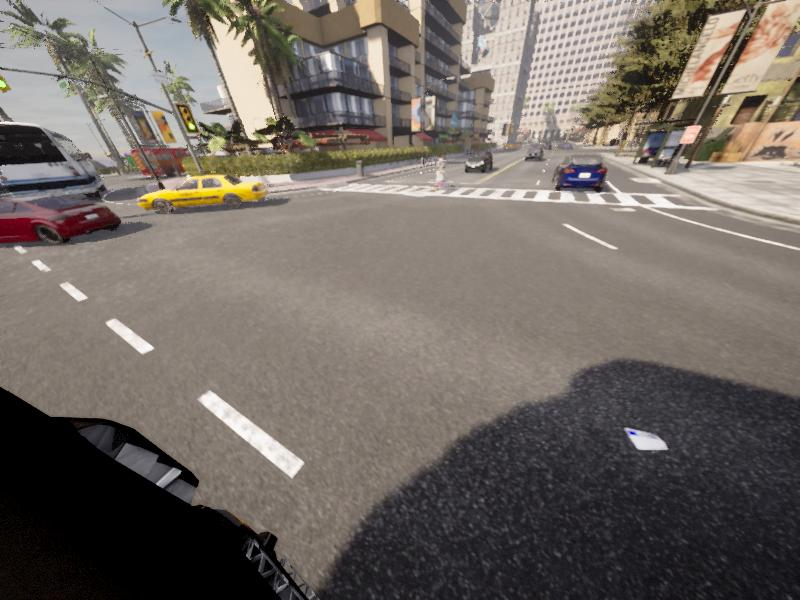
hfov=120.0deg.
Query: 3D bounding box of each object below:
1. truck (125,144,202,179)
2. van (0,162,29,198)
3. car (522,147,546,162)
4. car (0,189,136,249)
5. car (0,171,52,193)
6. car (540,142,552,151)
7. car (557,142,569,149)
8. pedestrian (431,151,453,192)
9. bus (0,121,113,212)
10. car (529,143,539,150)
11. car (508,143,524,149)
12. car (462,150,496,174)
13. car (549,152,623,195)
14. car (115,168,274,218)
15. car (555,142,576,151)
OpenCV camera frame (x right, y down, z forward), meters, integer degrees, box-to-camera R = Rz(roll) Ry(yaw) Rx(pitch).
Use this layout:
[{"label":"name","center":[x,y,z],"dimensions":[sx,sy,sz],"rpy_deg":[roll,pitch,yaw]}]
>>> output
[{"label":"truck","center":[-34.060,-20.481,33.984],"dimensions":[2.891,3.827,8.468],"rpy_deg":[-7,34,-6]},{"label":"van","center":[-34.781,-9.557,18.718],"dimensions":[1.988,2.561,5.915],"rpy_deg":[-20,37,-23]},{"label":"car","center":[17.167,-18.609,29.487],"dimensions":[2.033,1.411,5.357],"rpy_deg":[16,38,25]},{"label":"car","center":[-12.498,-2.789,7.880],"dimensions":[4.181,1.385,1.994],"rpy_deg":[-3,34,0]},{"label":"car","center":[-41.821,-12.704,24.831],"dimensions":[2.152,1.651,5.027],"rpy_deg":[-13,35,-14]},{"label":"car","center":[36.153,-37.968,57.054],"dimensions":[2.033,1.649,4.856],"rpy_deg":[16,38,25]},{"label":"car","center":[42.484,-40.386,60.355],"dimensions":[2.163,1.488,4.792],"rpy_deg":[15,38,25]},{"label":"pedestrian","center":[2.246,-6.964,12.576],"dimensions":[0.751,1.860,0.751],"rpy_deg":[-30,42,-34]},{"label":"bus","center":[-25.069,-9.606,16.510],"dimensions":[10.273,4.253,3.944],"rpy_deg":[27,45,37]},{"label":"car","center":[38.317,-43.981,66.178],"dimensions":[1.994,1.385,4.181],"rpy_deg":[16,38,25]},{"label":"car","center":[39.254,-52.199,78.372],"dimensions":[1.801,1.575,5.366],"rpy_deg":[-11,34,-12]},{"label":"car","center":[7.171,-12.505,20.838],"dimensions":[1.851,1.617,3.988],"rpy_deg":[16,38,25]},{"label":"car","center":[9.358,-6.760,12.117],"dimensions":[2.163,1.488,4.792],"rpy_deg":[14,37,23]},{"label":"car","center":[-9.462,-5.308,11.258],"dimensions":[5.366,1.575,1.801],"rpy_deg":[-9,34,-9]},{"label":"car","center":[38.098,-35.458,53.317],"dimensions":[2.033,1.411,5.357],"rpy_deg":[5,34,12]}]
